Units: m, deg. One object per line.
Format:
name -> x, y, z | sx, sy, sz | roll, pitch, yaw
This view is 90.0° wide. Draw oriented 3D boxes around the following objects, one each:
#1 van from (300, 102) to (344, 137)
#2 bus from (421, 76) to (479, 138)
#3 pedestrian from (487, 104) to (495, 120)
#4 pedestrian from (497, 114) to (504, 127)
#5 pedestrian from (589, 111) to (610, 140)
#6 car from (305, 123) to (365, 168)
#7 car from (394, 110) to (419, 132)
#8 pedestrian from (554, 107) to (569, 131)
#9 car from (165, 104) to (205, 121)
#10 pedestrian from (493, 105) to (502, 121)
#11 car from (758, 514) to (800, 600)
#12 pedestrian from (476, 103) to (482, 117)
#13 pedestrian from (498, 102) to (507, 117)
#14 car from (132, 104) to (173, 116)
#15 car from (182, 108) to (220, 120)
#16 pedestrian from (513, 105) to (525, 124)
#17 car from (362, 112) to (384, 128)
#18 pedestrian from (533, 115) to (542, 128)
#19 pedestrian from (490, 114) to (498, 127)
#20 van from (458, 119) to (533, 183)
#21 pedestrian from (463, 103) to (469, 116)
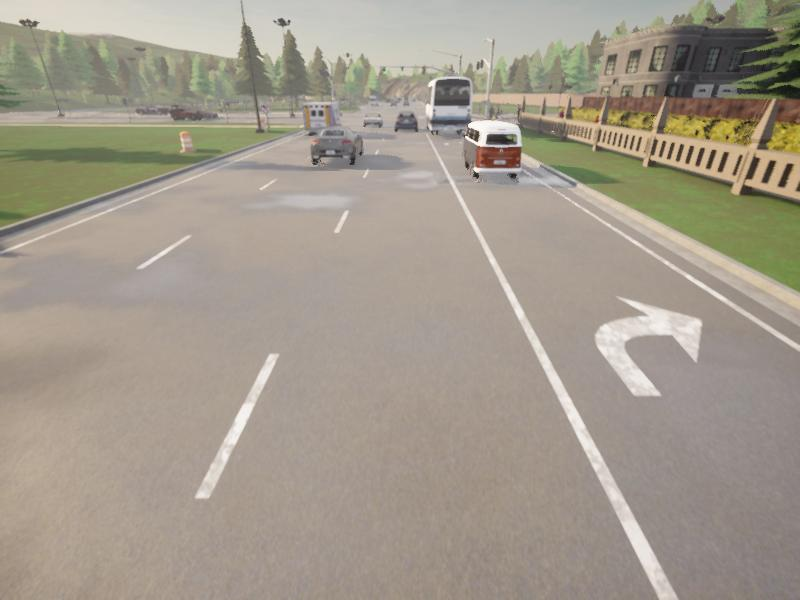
van -> -6.432, -15.462, 34.098 | 2.351, 2.431, 6.366 | 0, 27, 1
bus -> 3.992, -17.119, 35.325 | 3.944, 4.253, 10.273 | 0, 27, 1
pedestrian -> 11.847, -24.506, 52.261 | 0.751, 1.860, 0.751 | 1, 27, 2
pedestrian -> 10.023, -17.996, 40.084 | 0.500, 1.100, 0.500 | 2, 27, 4
pedestrian -> 13.921, -12.205, 27.972 | 0.751, 1.860, 0.751 | 1, 27, 3
car -> -3.158, -8.064, 20.570 | 2.152, 1.651, 5.027 | 0, 27, 1
car -> 0.627, -17.127, 38.166 | 2.242, 1.667, 4.611 | 0, 27, 1
pedestrian -> 14.276, -16.051, 35.462 | 0.751, 1.860, 0.751 | 2, 27, 3
car -> -27.945, -24.433, 52.178 | 3.866, 1.878, 1.905 | 1, 27, 1
pedestrian -> 12.648, -24.367, 52.017 | 0.751, 1.860, 0.751 | 0, 27, 0
car -> 3.532, 2.407, 0.273 | 2.038, 1.542, 4.974 | 0, 27, 1
pedestrian -> 12.384, -29.713, 62.605 | 0.751, 1.860, 0.751 | 2, 27, 3
pedestrian -> 14.451, -26.910, 56.608 | 0.751, 1.860, 0.751 | -5, 28, -10
car -> -40.728, -31.315, 65.864 | 5.238, 1.638, 1.930 | 1, 27, 1
car -> -27.500, -25.797, 55.403 | 4.181, 1.385, 1.994 | 1, 27, 1
pedestrian -> 13.050, -20.417, 43.964 | 0.751, 1.860, 0.751 | -13, 30, -23
car -> -2.803, -19.227, 42.665 | 1.895, 1.301, 4.718 | 0, 27, 1
pedestrian -> 13.056, -16.885, 37.919 | 0.500, 1.100, 0.500 | 1, 27, 1
pedestrian -> 9.405, -18.047, 40.183 | 0.500, 1.100, 0.500 | -8, 28, -15
van -> 3.795, -6.402, 16.867 | 2.069, 2.038, 4.480 | 0, 27, 1
pedestrian -> 10.343, -29.913, 62.792 | 0.751, 1.860, 0.751 | -1, 27, -1
